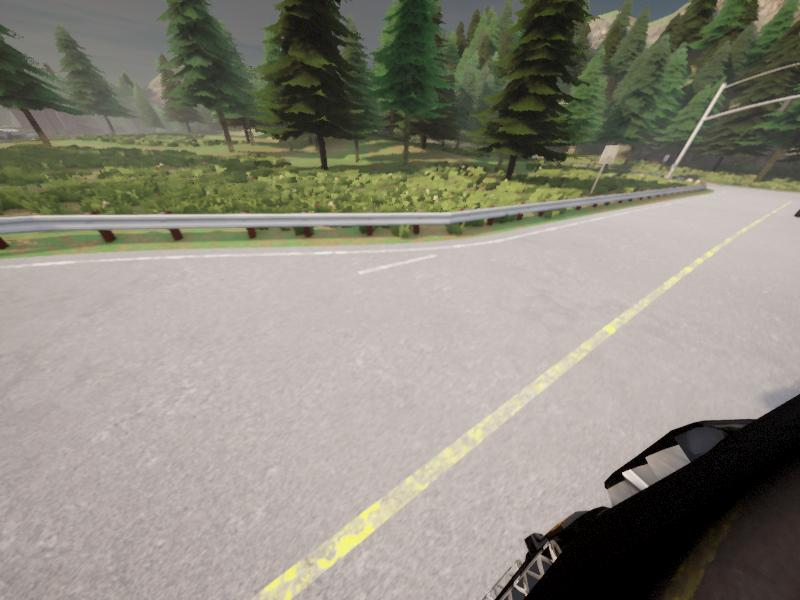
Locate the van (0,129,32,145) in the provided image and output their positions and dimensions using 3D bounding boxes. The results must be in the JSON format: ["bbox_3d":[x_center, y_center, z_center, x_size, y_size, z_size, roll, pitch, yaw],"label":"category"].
[{"bbox_3d":[-64.274,-26.836,37.918,2.069,2.038,4.480,-17,38,-27],"label":"van"}]

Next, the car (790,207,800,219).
[{"bbox_3d":[22.574,-4.950,11.635,4.611,1.667,2.242,-17,38,-27],"label":"car"}]
